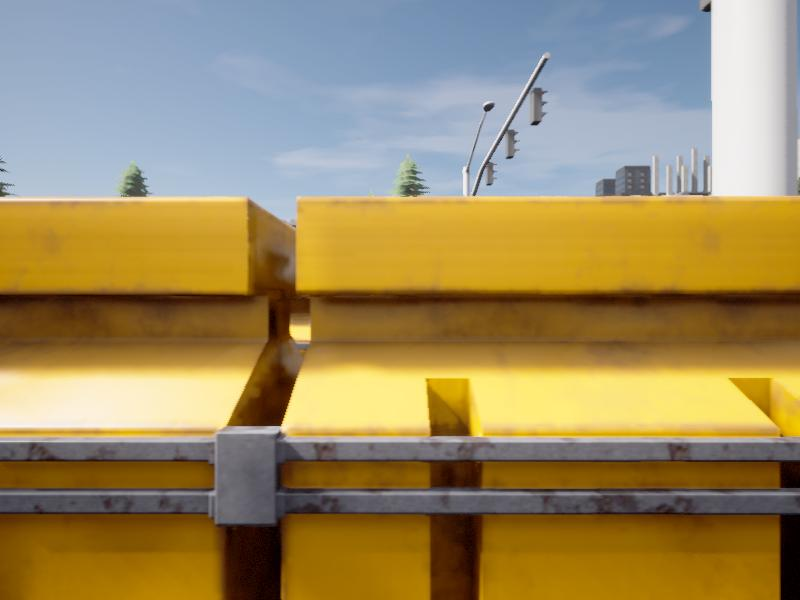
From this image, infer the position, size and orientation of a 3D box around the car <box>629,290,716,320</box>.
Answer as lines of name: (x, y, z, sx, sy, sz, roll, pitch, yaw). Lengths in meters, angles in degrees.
car: (14.283, 0.248, 21.296, 1.970, 1.475, 3.806, 0, 0, -2)

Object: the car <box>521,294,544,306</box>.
car: (22.632, -0.040, 68.568, 2.150, 2.045, 5.566, 0, 0, 2)

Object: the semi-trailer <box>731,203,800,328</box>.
semi-trailer: (17.153, -1.234, 9.962, 2.717, 4.402, 14.254, -1, 0, -21)

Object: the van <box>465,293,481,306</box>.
van: (12.051, -0.033, 66.196, 2.069, 2.038, 4.480, 0, 0, 2)
